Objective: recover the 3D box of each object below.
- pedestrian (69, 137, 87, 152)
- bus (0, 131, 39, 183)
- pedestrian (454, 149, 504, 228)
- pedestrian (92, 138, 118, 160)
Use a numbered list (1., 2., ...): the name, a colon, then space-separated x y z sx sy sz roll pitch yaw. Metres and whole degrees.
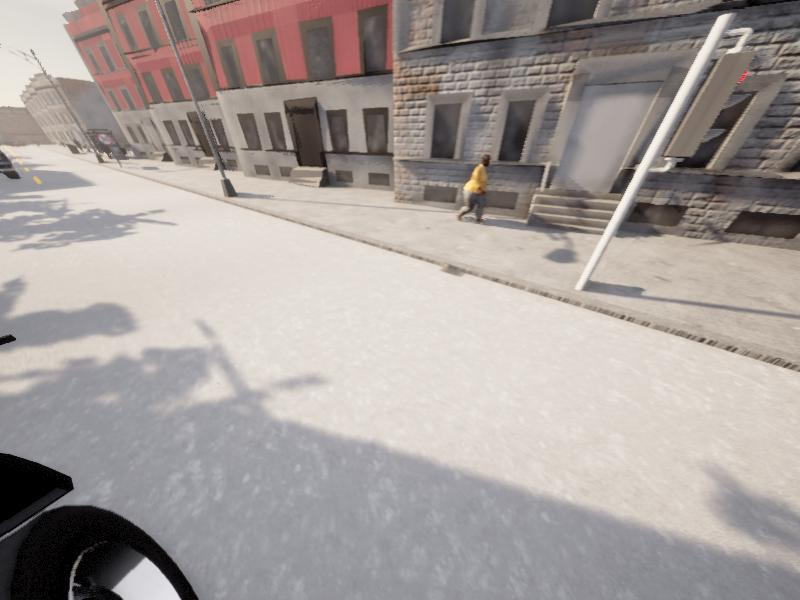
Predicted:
1. pedestrian: -48.501 -23.385 34.803 0.751 1.860 0.751 24 41 29
2. bus: -26.962 -9.682 13.715 10.273 4.253 3.944 22 41 28
3. pedestrian: 2.175 -3.114 6.506 0.751 1.860 0.751 23 41 29
4. pedestrian: -30.910 -15.811 24.218 0.751 1.860 0.751 17 39 23
